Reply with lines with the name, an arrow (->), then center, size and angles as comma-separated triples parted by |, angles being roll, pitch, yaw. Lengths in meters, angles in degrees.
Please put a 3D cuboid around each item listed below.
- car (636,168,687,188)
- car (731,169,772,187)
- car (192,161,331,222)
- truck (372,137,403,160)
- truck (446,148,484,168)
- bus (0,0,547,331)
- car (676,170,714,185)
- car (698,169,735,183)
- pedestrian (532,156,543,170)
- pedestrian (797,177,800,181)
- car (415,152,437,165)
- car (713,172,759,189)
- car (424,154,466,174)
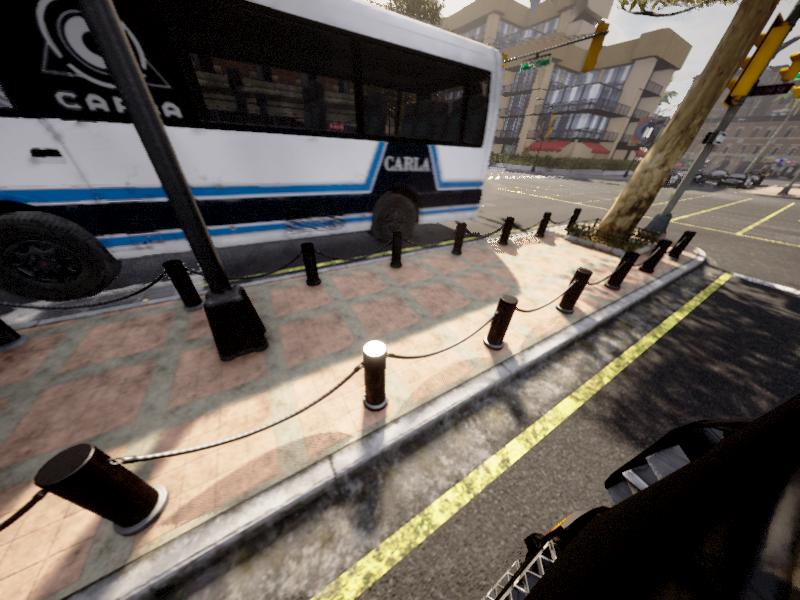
car -> 28.083, -13.138, 24.783 | 4.974, 1.542, 2.038 | -16, 38, -26
car -> 47.520, -16.539, 31.216 | 4.605, 1.855, 1.932 | -16, 38, -26
car -> -4.589, -3.931, 8.157 | 3.633, 1.501, 1.845 | -16, 38, -26
truck -> -2.814, -32.500, 49.383 | 2.891, 3.827, 8.468 | -16, 38, -26
truck -> 10.338, -22.848, 37.123 | 2.627, 2.467, 5.204 | -16, 38, -26
bus -> -2.599, -3.297, 4.898 | 10.273, 4.253, 3.944 | -16, 38, -26
car -> 38.351, -16.017, 30.035 | 3.806, 1.475, 1.970 | -16, 38, -26
car -> 47.700, -18.723, 34.752 | 5.238, 1.638, 1.930 | -16, 38, -26
pedestrian -> 21.695, -21.682, 36.539 | 0.751, 1.860, 0.751 | -22, 41, -33
pedestrian -> 84.348, -25.881, 48.095 | 0.751, 1.860, 0.751 | -9, 35, -18
car -> 4.364, -24.481, 39.924 | 1.789, 1.549, 3.705 | -16, 38, -26
car -> 39.950, -14.260, 27.465 | 4.974, 1.542, 2.038 | -16, 38, -26
car -> 5.121, -16.101, 27.260 | 2.033, 1.649, 4.856 | -16, 38, -26
